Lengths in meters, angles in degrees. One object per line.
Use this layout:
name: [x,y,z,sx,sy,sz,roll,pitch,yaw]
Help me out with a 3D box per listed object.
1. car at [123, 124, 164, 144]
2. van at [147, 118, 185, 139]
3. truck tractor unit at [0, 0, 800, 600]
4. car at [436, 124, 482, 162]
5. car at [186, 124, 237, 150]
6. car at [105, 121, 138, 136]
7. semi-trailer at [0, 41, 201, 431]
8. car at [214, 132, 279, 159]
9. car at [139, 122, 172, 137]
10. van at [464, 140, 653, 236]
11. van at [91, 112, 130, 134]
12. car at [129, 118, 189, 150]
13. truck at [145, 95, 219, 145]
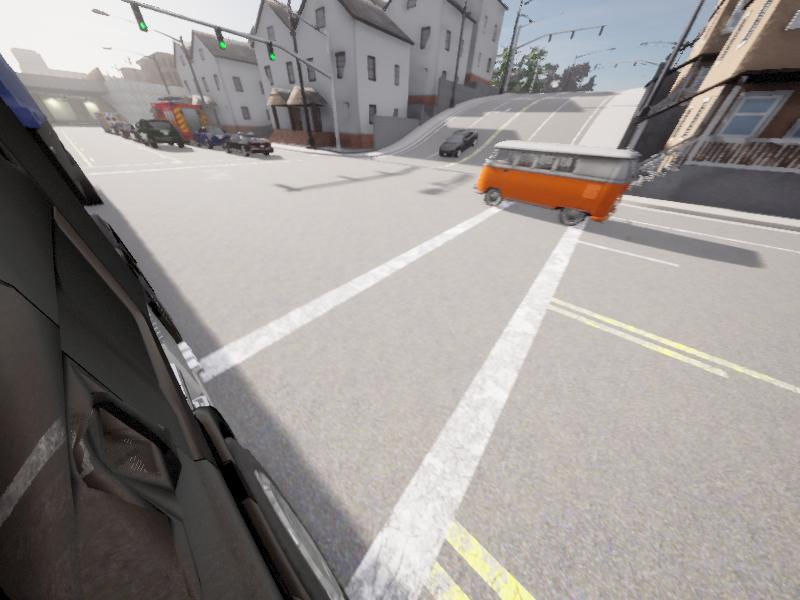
car: [-27.249,-17.673,24.508,4.892,1.490,1.837,28,43,30]
van: [-30.675,-22.437,30.252,4.480,2.038,2.069,28,43,30]
truck tractor unit: [-2.645,-0.295,0.352,6.516,4.208,3.053,28,44,30]
car: [5.586,-14.895,21.728,1.882,1.535,5.008,27,58,29]
car: [-17.920,-15.569,22.011,4.553,1.767,2.097,28,43,30]
car: [-38.107,-23.435,31.584,4.892,1.490,1.837,28,43,30]
semi-trailer: [-8.700,-3.589,4.246,14.254,4.402,2.717,28,43,30]
car: [-12.300,-12.442,18.493,5.357,1.411,2.033,26,42,28]
car: [-35.612,-24.836,33.616,4.902,1.511,2.128,28,43,30]
van: [4.682,-3.961,7.639,1.775,1.987,4.442,-28,46,-34]
van: [-44.284,-27.101,35.350,6.366,2.431,2.351,28,43,30]
car: [-21.599,-14.903,20.668,5.566,2.045,2.150,28,43,30]
truck: [-23.959,-19.612,25.372,8.468,3.827,2.891,28,43,30]
